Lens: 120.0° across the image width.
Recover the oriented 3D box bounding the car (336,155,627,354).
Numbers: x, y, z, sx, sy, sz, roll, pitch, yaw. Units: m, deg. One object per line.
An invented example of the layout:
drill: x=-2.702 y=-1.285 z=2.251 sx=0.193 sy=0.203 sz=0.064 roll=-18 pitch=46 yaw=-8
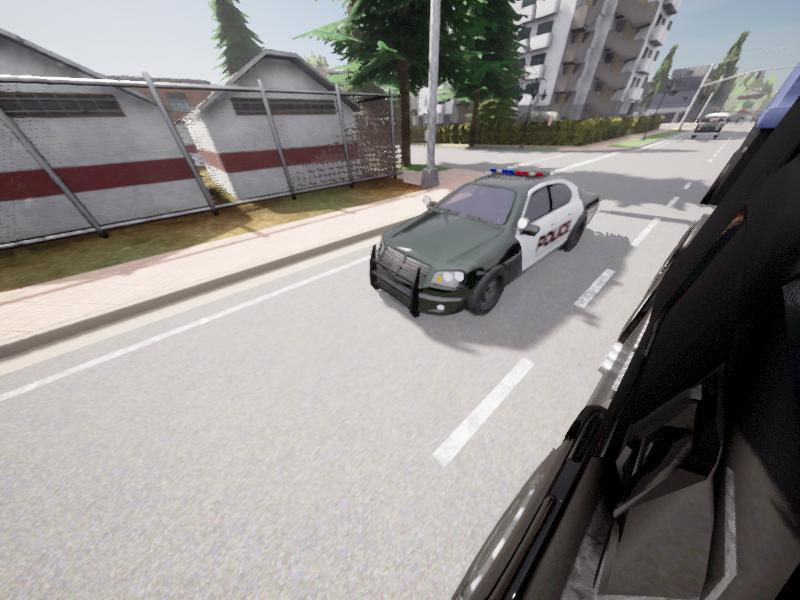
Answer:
car: x=1.726 y=-1.435 z=4.191 sx=4.974 sy=1.542 sz=2.038 roll=-28 pitch=44 yaw=-30

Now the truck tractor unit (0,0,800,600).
truck tractor unit: x=2.645 y=-0.295 z=0.351 sx=6.516 sy=4.208 sz=3.053 roll=-28 pitch=44 yaw=-30

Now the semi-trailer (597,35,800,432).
semi-trailer: x=8.730 y=-3.588 z=4.188 sx=14.254 sy=4.402 sz=2.717 roll=-28 pitch=43 yaw=-29

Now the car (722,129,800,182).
car: x=15.522 y=-6.072 z=9.528 sx=3.806 sy=1.475 sz=1.970 roll=-28 pitch=43 yaw=-29

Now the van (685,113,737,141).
van: x=30.587 y=-17.068 z=22.732 sx=4.480 sy=2.038 sz=2.069 roll=-28 pitch=44 yaw=-30

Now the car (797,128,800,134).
car: x=42.447 y=-17.745 z=23.231 sx=5.366 sy=1.575 sz=1.801 roll=-28 pitch=44 yaw=-30
